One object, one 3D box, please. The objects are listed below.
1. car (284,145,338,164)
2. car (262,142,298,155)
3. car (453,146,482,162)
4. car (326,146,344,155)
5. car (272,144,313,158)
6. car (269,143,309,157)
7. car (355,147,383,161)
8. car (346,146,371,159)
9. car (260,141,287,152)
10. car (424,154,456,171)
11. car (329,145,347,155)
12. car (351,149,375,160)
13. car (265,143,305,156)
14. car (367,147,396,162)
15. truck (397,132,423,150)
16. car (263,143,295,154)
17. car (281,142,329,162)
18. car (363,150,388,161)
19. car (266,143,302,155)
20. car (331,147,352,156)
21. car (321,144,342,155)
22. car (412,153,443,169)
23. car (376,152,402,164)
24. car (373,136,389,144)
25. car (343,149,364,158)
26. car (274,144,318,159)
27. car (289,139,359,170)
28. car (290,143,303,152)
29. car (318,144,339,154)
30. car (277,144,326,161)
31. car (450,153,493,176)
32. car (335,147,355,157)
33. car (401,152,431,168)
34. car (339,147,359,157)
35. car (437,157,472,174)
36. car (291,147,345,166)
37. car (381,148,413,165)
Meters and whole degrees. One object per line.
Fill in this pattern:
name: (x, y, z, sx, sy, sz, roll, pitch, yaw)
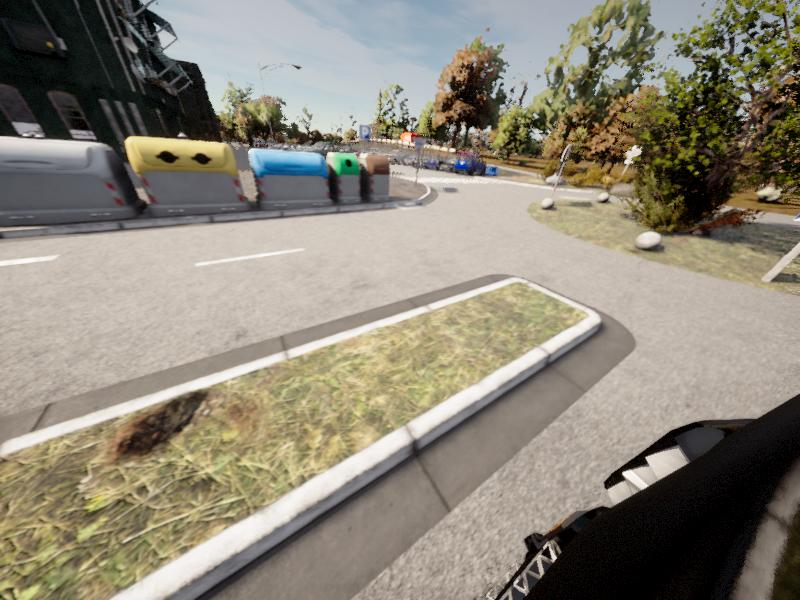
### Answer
car: (-9.651, -15.950, 25.428, 2.231, 1.521, 4.892, 26, 39, 31)
car: (-21.680, -27.582, 42.071, 1.946, 1.575, 5.366, 27, 39, 31)
car: (10.500, -22.795, 36.057, 1.851, 1.617, 3.988, -14, 41, -27)
car: (-18.718, -43.041, 66.486, 2.185, 1.767, 4.553, 27, 38, 30)
car: (-15.623, -21.765, 33.809, 2.163, 1.488, 4.792, 27, 39, 31)
car: (-17.092, -23.263, 35.907, 2.097, 1.535, 5.008, 27, 39, 31)
car: (-6.579, -31.175, 49.254, 2.435, 2.045, 5.566, 27, 38, 30)
car: (-9.582, -34.184, 53.577, 2.435, 2.045, 5.566, 27, 38, 31)
car: (-27.545, -33.598, 50.496, 2.185, 1.767, 4.553, 26, 39, 31)
car: (5.595, -19.118, 32.193, 2.185, 1.767, 4.553, 27, 38, 31)
car: (-17.143, -41.666, 64.355, 1.878, 1.987, 4.442, 27, 38, 31)
car: (-8.214, -32.401, 51.418, 1.946, 1.575, 5.366, 27, 38, 30)
car: (-18.700, -24.656, 37.879, 1.946, 1.575, 5.366, 27, 39, 31)
car: (-3.489, -28.208, 45.012, 2.435, 2.045, 5.566, 27, 38, 30)
truck: (1.902, -32.815, 47.553, 2.627, 2.467, 5.204, -14, 41, -27)
car: (-23.050, -29.105, 44.334, 2.163, 1.488, 4.792, 26, 39, 31)
car: (-11.151, -17.509, 27.439, 2.185, 1.767, 4.553, 26, 39, 31)
car: (-5.069, -29.479, 47.266, 2.231, 1.521, 4.892, 27, 38, 31)
car: (-20.081, -26.193, 40.106, 2.097, 1.535, 5.008, 27, 39, 31)
car: (-15.703, -39.937, 62.255, 2.231, 1.521, 4.892, 27, 38, 30)
car: (-20.264, -44.619, 68.518, 2.435, 2.045, 5.566, 27, 38, 30)
car: (4.116, -20.632, 34.373, 2.185, 1.767, 4.553, 27, 38, 30)
car: (-2.029, -26.455, 42.978, 2.163, 1.488, 4.792, 27, 38, 30)
car: (-4.670, -39.387, 56.844, 2.007, 1.525, 4.514, -14, 37, -27)
car: (-11.167, -35.419, 55.825, 2.163, 1.488, 4.792, 27, 38, 30)
car: (-14.116, -20.336, 31.715, 2.231, 1.521, 4.892, 27, 39, 31)
car: (-6.661, -13.225, 21.080, 2.435, 2.045, 5.566, 27, 39, 31)
car: (-26.294, -38.795, 58.802, 2.097, 1.767, 4.553, -14, 37, -27)
car: (-21.771, -46.141, 70.704, 2.435, 2.045, 5.566, 27, 38, 31)
car: (-12.516, -18.954, 29.748, 1.946, 1.575, 5.366, 26, 39, 31)
car: (8.681, -16.259, 27.887, 2.435, 2.045, 5.566, 27, 38, 31)
car: (-14.210, -38.541, 60.028, 2.185, 1.767, 4.553, 27, 38, 31)
car: (2.586, -22.127, 36.515, 2.185, 1.767, 4.553, 27, 38, 30)
car: (-12.677, -37.045, 57.886, 2.185, 1.767, 4.553, 27, 38, 31)
car: (7.134, -17.528, 30.142, 2.231, 1.521, 4.892, 27, 38, 30)
car: (-8.159, -14.457, 23.356, 2.002, 1.452, 4.674, 27, 39, 31)
car: (-0.479, -25.198, 40.689, 2.435, 2.045, 5.566, 27, 38, 30)
